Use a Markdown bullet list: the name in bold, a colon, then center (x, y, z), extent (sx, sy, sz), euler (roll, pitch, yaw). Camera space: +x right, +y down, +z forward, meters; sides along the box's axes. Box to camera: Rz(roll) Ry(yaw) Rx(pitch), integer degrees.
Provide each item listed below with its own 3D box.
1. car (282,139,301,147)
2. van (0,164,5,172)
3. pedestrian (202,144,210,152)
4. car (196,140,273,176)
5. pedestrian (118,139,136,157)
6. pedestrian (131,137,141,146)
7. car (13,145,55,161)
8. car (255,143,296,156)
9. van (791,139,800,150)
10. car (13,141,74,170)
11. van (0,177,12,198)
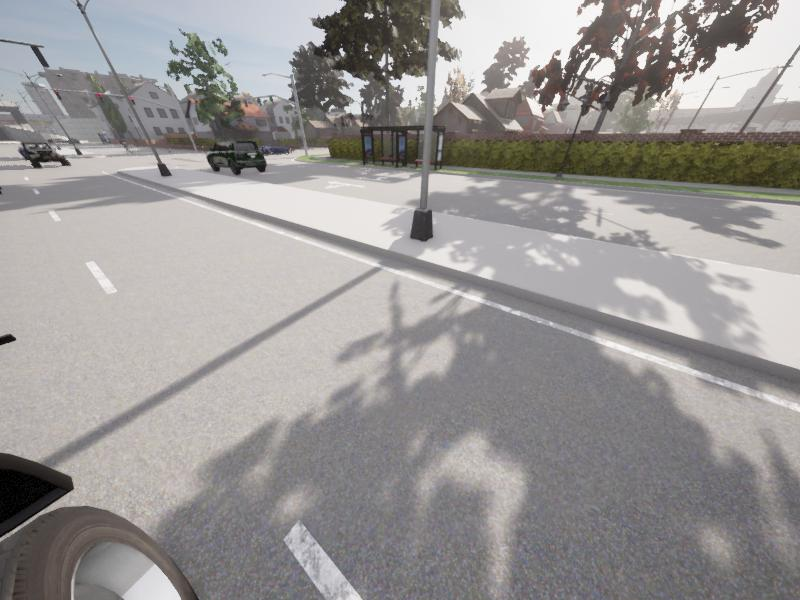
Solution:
- **car**: center (-25.690, -37.242, 54.733), extent (3.806, 1.475, 1.970), euler (22, 41, 28)
- **van**: center (-32.473, -10.846, 17.323), extent (4.480, 2.038, 2.069), euler (22, 40, 28)
- **pedestrian**: center (-32.760, -25.691, 38.916), extent (0.500, 1.100, 0.500), euler (20, 40, 25)
- **car**: center (-12.444, -10.811, 17.400), extent (5.566, 2.045, 2.150), euler (22, 41, 28)
- **pedestrian**: center (-36.118, -20.108, 30.555), extent (0.751, 1.860, 0.751), euler (25, 42, 31)
- **pedestrian**: center (-65.108, -39.092, 57.042), extent (0.751, 1.860, 0.751), euler (23, 41, 28)
- **car**: center (-41.195, -16.537, 25.983), extent (4.718, 1.301, 1.895), euler (22, 41, 28)
- **car**: center (-18.443, -22.480, 34.417), extent (2.163, 1.488, 4.792), euler (24, 41, 29)
- **van**: center (72.496, -27.545, 40.484), extent (2.069, 2.038, 4.480), euler (22, 42, 28)
- **car**: center (-29.991, -12.239, 19.440), extent (3.866, 1.878, 1.905), euler (22, 41, 28)
- **van**: center (-19.788, -5.698, 10.096), extent (4.480, 2.038, 2.069), euler (22, 41, 28)
